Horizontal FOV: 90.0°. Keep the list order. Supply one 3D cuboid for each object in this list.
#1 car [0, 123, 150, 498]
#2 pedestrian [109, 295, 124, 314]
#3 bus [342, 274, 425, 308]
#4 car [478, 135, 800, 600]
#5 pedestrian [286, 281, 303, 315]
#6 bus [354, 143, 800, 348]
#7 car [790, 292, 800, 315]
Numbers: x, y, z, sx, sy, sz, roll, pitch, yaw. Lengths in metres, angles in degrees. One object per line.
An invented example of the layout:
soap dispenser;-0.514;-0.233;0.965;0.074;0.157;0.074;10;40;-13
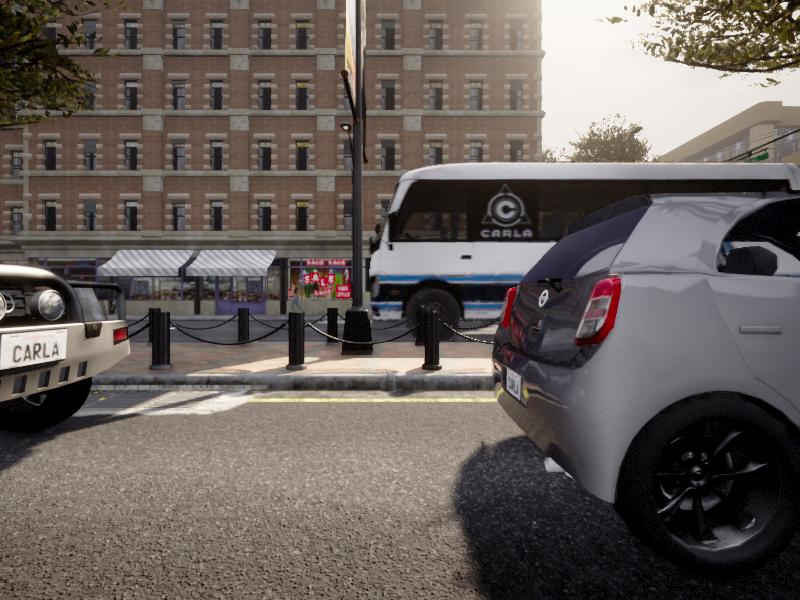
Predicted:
car;-4.281;0.053;2.201;4.605;1.855;1.932;0;0;0
pedestrian;-16.222;0.267;22.868;0.500;1.100;0.500;0;0;-3
bus;-2.059;-1.133;51.914;10.273;4.253;3.944;0;0;0
car;2.425;0.226;2.192;3.633;1.501;1.845;0;0;0
pedestrian;-5.760;-0.114;21.921;0.751;1.860;0.751;0;0;-1
bus;4.194;-1.134;10.290;10.273;4.253;3.944;0;0;0
car;27.247;0.225;24.412;2.038;1.542;4.974;0;0;0
